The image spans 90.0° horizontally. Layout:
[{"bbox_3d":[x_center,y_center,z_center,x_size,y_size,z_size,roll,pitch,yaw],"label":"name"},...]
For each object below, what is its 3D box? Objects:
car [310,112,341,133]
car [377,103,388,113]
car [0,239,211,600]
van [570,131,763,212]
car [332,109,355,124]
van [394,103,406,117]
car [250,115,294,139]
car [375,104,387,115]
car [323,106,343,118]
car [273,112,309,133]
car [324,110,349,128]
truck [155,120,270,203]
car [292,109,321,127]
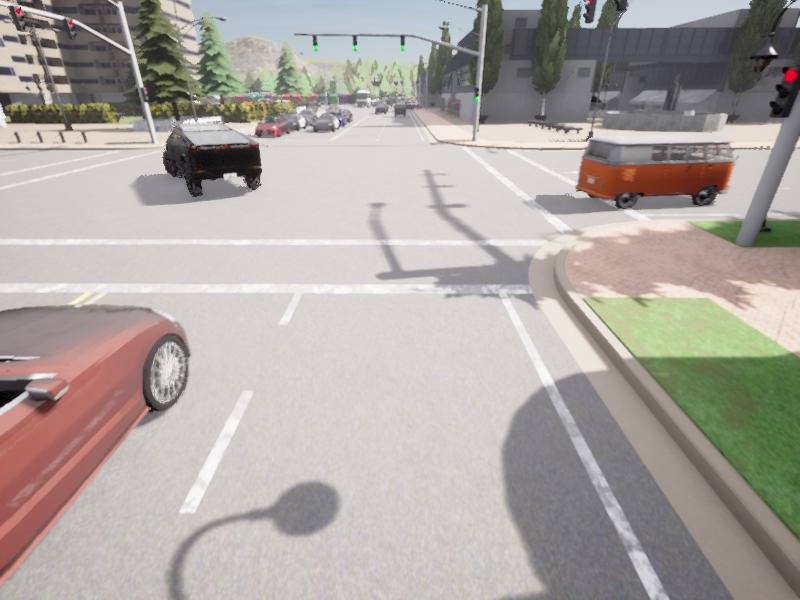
[{"bbox_3d":[-6.984,-16.865,37.981,2.038,1.542,4.974,0,27,0],"label":"car"},{"bbox_3d":[-3.469,-38.457,80.051,2.033,1.649,4.856,0,27,0],"label":"car"},{"bbox_3d":[-3.497,1.220,2.514,2.152,1.651,5.027,0,27,0],"label":"car"},{"bbox_3d":[7.915,-3.981,12.237,4.442,1.987,1.775,-4,27,-7],"label":"van"},{"bbox_3d":[-6.979,-22.938,49.875,2.128,1.511,4.902,0,27,0],"label":"car"},{"bbox_3d":[0.023,-30.514,64.135,1.775,1.987,4.442,0,27,0],"label":"van"},{"bbox_3d":[-10.548,-14.503,33.383,2.007,1.525,4.514,1,27,2],"label":"car"},{"bbox_3d":[-3.472,-34.730,72.772,1.930,1.638,5.238,0,27,0],"label":"car"},{"bbox_3d":[-10.474,-29.509,62.708,2.242,1.667,4.611,0,27,0],"label":"car"},{"bbox_3d":[-10.483,-17.344,38.933,2.038,1.542,4.974,0,27,0],"label":"car"},{"bbox_3d":[-6.981,-20.043,44.200,2.007,1.525,4.514,0,27,0],"label":"car"},{"bbox_3d":[-7.242,-5.464,15.071,2.390,2.098,6.274,-17,31,-31],"label":"truck"},{"bbox_3d":[-10.480,-20.556,45.104,2.033,1.649,4.856,0,27,0],"label":"car"}]
